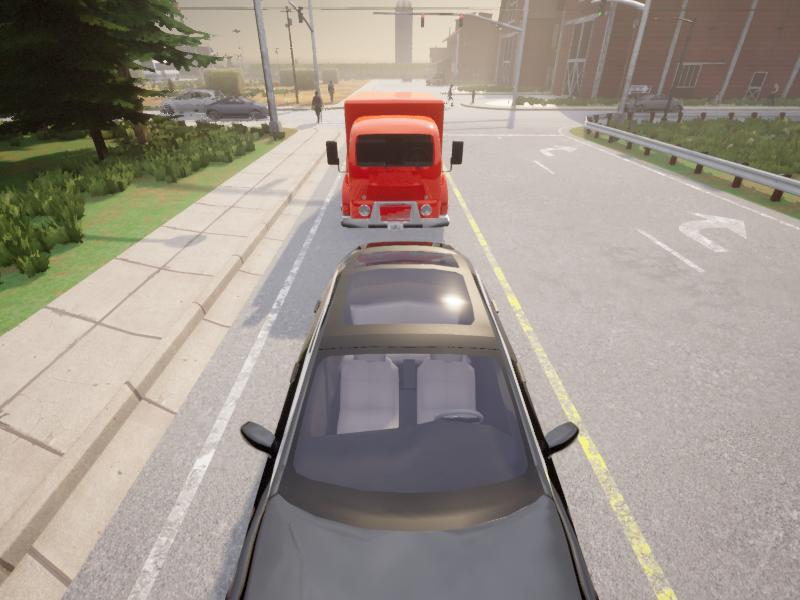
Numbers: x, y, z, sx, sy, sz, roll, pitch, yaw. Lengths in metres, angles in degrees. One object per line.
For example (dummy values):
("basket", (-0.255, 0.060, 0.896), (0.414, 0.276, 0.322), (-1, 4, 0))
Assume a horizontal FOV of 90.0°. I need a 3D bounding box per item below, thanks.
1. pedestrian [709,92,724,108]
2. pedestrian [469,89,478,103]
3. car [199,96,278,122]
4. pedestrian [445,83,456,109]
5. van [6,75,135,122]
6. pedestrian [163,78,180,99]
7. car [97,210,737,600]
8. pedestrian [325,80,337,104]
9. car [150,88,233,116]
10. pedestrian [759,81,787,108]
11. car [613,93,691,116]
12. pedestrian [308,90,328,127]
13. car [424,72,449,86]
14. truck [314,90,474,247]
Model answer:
("pedestrian", (25.632, -16.190, 32.383), (0.500, 1.100, 0.500), (4, 31, 7))
("pedestrian", (6.631, -18.383, 36.074), (0.500, 1.100, 0.500), (-19, 35, -29))
("car", (-10.481, -12.596, 26.289), (4.181, 1.385, 1.994), (0, 30, 0))
("pedestrian", (4.169, -16.895, 33.074), (0.751, 1.860, 0.751), (1, 30, 2))
("van", (-21.143, -13.103, 25.991), (5.915, 2.561, 1.988), (0, 30, 0))
("pedestrian", (-23.246, -21.564, 40.752), (0.751, 1.860, 0.751), (16, 34, 26))
("car", (0.060, 0.761, 3.240), (2.128, 1.511, 4.902), (0, 30, 0))
("pedestrian", (-6.056, -18.403, 35.356), (0.751, 1.860, 0.751), (-10, 32, -17))
("car", (-15.123, -14.501, 29.245), (4.611, 1.667, 2.242), (0, 30, 0))
("pedestrian", (30.249, -16.674, 32.461), (0.751, 1.860, 0.751), (1, 30, 2))
("car", (18.379, -14.348, 29.307), (4.181, 1.385, 1.994), (0, 30, 0))
("pedestrian", (-4.752, -11.150, 23.268), (0.751, 1.860, 0.751), (3, 30, 5))
("car", (6.304, -37.972, 68.883), (1.905, 1.878, 3.866), (-31, 40, -33))
("truck", (-0.135, -3.420, 9.425), (2.627, 2.467, 5.204), (0, 30, -1))
